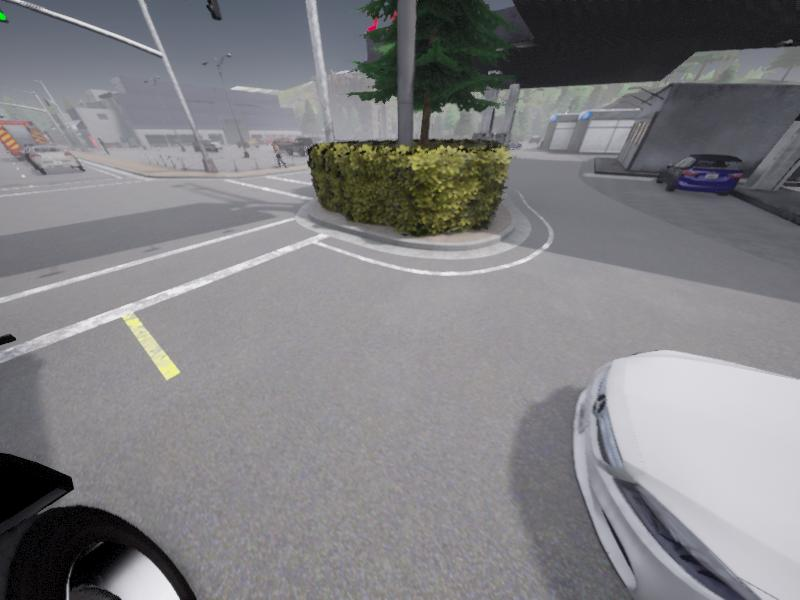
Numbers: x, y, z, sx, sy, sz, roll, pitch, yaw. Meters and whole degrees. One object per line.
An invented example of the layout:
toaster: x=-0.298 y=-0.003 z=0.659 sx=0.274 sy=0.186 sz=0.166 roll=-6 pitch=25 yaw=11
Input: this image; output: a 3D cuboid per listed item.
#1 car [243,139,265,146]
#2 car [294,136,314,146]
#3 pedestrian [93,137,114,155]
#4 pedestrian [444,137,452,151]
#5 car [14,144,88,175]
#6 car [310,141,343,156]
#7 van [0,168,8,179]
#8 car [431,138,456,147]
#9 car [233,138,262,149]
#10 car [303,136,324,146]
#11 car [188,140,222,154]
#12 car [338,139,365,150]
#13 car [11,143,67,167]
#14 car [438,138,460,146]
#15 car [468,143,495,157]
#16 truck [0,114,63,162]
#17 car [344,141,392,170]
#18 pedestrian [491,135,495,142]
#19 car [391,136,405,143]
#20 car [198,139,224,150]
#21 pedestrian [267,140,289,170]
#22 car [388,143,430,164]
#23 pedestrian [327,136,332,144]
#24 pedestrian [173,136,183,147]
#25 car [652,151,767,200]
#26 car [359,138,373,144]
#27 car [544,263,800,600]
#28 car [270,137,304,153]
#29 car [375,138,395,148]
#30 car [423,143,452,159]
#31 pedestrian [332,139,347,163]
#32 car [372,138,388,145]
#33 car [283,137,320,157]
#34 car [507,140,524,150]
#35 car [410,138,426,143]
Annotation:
car: x=-37.487 y=-40.689 z=59.585 sx=1.816 sy=1.474 sz=4.193 roll=22 pitch=41 yaw=28
car: x=-21.777 y=-36.179 z=52.561 sx=3.866 sy=1.878 sz=1.905 roll=22 pitch=41 yaw=27
pedestrian: x=-36.710 y=-19.067 z=28.628 sx=0.751 sy=1.860 sz=0.751 roll=26 pitch=43 yaw=32
pedestrian: x=8.018 y=-26.105 z=38.591 sx=0.751 sy=1.860 sz=0.751 roll=22 pitch=41 yaw=27
car: x=-25.789 y=-10.491 z=17.082 sx=5.027 sy=1.651 sz=2.152 roll=22 pitch=41 yaw=27
car: x=-9.570 y=-19.747 z=30.142 sx=3.806 sy=1.475 sz=1.970 roll=22 pitch=41 yaw=27
van: x=-27.263 y=-8.703 z=14.235 sx=4.480 sy=2.038 sz=2.069 roll=19 pitch=40 yaw=24
car: x=9.897 y=-36.228 z=53.011 sx=5.027 sy=1.636 sz=2.152 roll=22 pitch=41 yaw=27
car: x=-29.063 y=-29.977 z=44.067 sx=5.027 sy=1.636 sz=2.152 roll=22 pitch=41 yaw=27
car: x=-20.461 y=-37.694 z=54.703 sx=4.605 sy=1.855 sz=1.932 roll=22 pitch=41 yaw=27
car: x=-28.743 y=-22.578 z=34.010 sx=4.514 sy=1.523 sz=2.007 roll=22 pitch=41 yaw=27
car: x=-8.882 y=-28.333 z=41.990 sx=4.514 sy=1.523 sz=2.007 roll=22 pitch=41 yaw=27
car: x=-33.200 y=-13.428 z=21.261 sx=4.974 sy=1.542 sz=2.038 roll=22 pitch=41 yaw=28
car: x=11.641 y=-37.744 z=55.134 sx=4.514 sy=1.523 sz=2.007 roll=22 pitch=41 yaw=27
car: x=11.057 y=-20.309 z=31.239 sx=1.994 sy=1.385 sz=4.181 roll=22 pitch=41 yaw=28
truck: x=-40.961 y=-17.510 z=24.997 sx=8.468 sy=3.827 sz=2.891 roll=22 pitch=41 yaw=28
car: x=-2.658 y=-12.665 z=20.169 sx=1.905 sy=1.878 sz=3.866 roll=22 pitch=41 yaw=28
pedestrian: x=33.891 y=-58.812 z=84.097 sx=0.751 sy=1.860 sz=0.751 roll=-7 pitch=36 yaw=-9
car: x=-0.584 y=-55.072 z=79.234 sx=4.605 sy=1.855 sz=1.932 roll=22 pitch=41 yaw=27
car: x=-32.452 y=-26.726 z=39.680 sx=3.806 sy=1.475 sz=1.970 roll=22 pitch=41 yaw=27
pedestrian: x=-9.459 y=-11.260 z=17.947 sx=0.751 sy=1.860 sz=0.751 roll=22 pitch=41 yaw=27
car: x=1.049 y=-15.642 z=24.534 sx=2.033 sy=1.649 sz=4.856 roll=22 pitch=41 yaw=28
pedestrian: x=-20.728 y=-47.424 z=68.303 sx=0.751 sy=1.860 sz=0.751 roll=22 pitch=41 yaw=27
pedestrian: x=-49.780 y=-35.520 z=51.773 sx=0.751 sy=1.860 sz=0.751 roll=23 pitch=42 yaw=28
car: x=15.672 y=-6.723 z=12.167 sx=2.242 sy=1.667 sz=4.611 roll=22 pitch=41 yaw=27
car: x=-9.765 y=-46.342 z=67.203 sx=3.633 sy=1.501 sz=1.845 roll=22 pitch=41 yaw=27
car: x=3.391 y=1.506 z=0.632 sx=4.674 sy=1.442 sz=1.812 roll=23 pitch=41 yaw=27
car: x=-16.561 y=-22.754 z=33.890 sx=4.605 sy=1.855 sz=1.932 roll=22 pitch=41 yaw=27
car: x=-3.157 y=-33.097 z=48.652 sx=3.633 sy=1.501 sz=1.845 roll=22 pitch=41 yaw=27
car: x=4.680 y=-18.603 z=28.781 sx=1.970 sy=1.475 sz=3.806 roll=22 pitch=41 yaw=28
pedestrian: x=-5.807 y=-14.355 z=22.250 sx=0.751 sy=1.860 sz=0.751 roll=22 pitch=41 yaw=28
car: x=-5.362 y=-42.443 z=61.784 sx=3.806 sy=1.475 sz=1.970 roll=22 pitch=41 yaw=27
car: x=-11.966 y=-18.585 z=28.041 sx=3.866 sy=1.878 sz=1.905 roll=22 pitch=41 yaw=27
car: x=21.856 y=-29.342 z=43.709 sx=1.816 sy=1.474 sz=4.193 roll=22 pitch=41 yaw=28
car: x=5.761 y=-52.406 z=75.851 sx=4.792 sy=1.488 sz=2.163 roll=22 pitch=41 yaw=27
